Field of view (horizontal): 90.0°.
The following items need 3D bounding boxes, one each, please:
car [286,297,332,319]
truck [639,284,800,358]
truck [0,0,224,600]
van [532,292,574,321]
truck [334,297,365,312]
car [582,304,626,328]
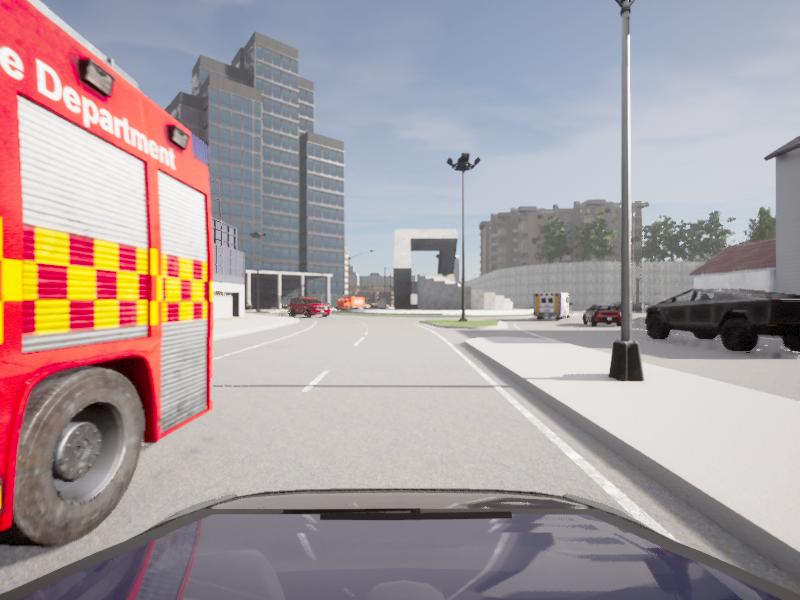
[{"bbox_3d":[-9.428,0.777,41.068,2.150,2.045,5.566,0,0,-43],"label":"car"},{"bbox_3d":[11.681,0.618,14.476,2.390,2.098,6.274,0,-1,1],"label":"truck"},{"bbox_3d":[-3.495,-0.316,0.360,2.891,3.827,8.468,0,0,0],"label":"truck"},{"bbox_3d":[14.253,0.567,36.918,2.351,2.431,6.366,0,0,33],"label":"van"},{"bbox_3d":[-8.769,0.708,69.831,2.627,2.467,5.204,0,0,36],"label":"truck"},{"bbox_3d":[13.618,0.994,26.974,1.816,1.474,4.193,0,0,15],"label":"car"}]
